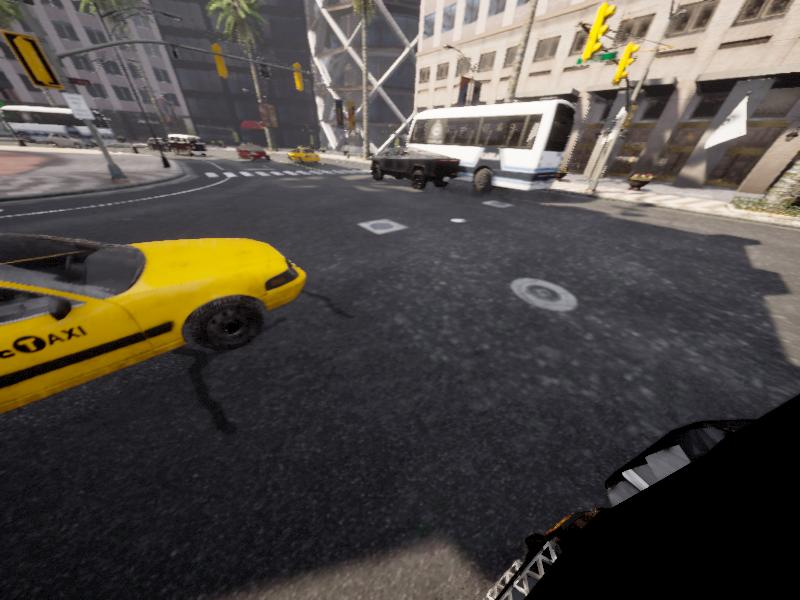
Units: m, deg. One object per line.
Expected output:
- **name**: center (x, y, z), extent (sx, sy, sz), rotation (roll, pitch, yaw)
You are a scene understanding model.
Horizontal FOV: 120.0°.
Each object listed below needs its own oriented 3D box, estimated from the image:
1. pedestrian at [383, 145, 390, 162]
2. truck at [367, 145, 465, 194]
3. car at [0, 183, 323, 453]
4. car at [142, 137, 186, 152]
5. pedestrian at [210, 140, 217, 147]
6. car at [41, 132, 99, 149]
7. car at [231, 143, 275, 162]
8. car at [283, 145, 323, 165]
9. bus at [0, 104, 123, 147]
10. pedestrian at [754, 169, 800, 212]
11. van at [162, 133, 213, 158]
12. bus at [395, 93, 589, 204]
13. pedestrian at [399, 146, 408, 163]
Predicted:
- **pedestrian**: center (-1.883, -20.298, 32.031), extent (0.751, 1.860, 0.751), rotation (-3, 34, -9)
- **truck**: center (0.649, -8.528, 14.794), extent (2.390, 2.098, 6.274), rotation (-23, 42, -34)
- **car**: center (-3.683, 0.140, 1.986), extent (5.366, 1.575, 1.801), rotation (-27, 44, -37)
- **car**: center (-32.243, -21.255, 31.655), extent (3.806, 1.475, 1.970), rotation (7, 34, 5)
- **pedestrian**: center (-36.572, -30.598, 45.253), extent (0.500, 1.100, 0.500), rotation (11, 35, 11)
- **car**: center (-41.064, -19.887, 28.851), extent (3.633, 1.501, 1.845), rotation (-1, 34, -7)
- **car**: center (-16.652, -16.672, 26.085), extent (4.792, 1.488, 2.163), rotation (25, 40, 30)
- **car**: center (-10.809, -16.111, 25.633), extent (1.801, 1.575, 5.366), rotation (-27, 44, -37)
- **bus**: center (-48.326, -24.568, 32.792), extent (10.273, 4.253, 3.944), rotation (-4, 34, -11)
- **pedestrian**: center (19.953, -5.708, 12.054), extent (0.751, 1.860, 0.751), rotation (-23, 42, -34)
- **van**: center (-24.370, -17.751, 26.561), extent (4.480, 2.038, 2.069), rotation (17, 36, 20)
- **bus**: center (4.557, -9.631, 14.823), extent (3.944, 4.253, 10.273), rotation (-24, 42, -34)
- **pedestrian**: center (0.485, -19.232, 30.635), extent (0.751, 1.860, 0.751), rotation (-26, 43, -36)
